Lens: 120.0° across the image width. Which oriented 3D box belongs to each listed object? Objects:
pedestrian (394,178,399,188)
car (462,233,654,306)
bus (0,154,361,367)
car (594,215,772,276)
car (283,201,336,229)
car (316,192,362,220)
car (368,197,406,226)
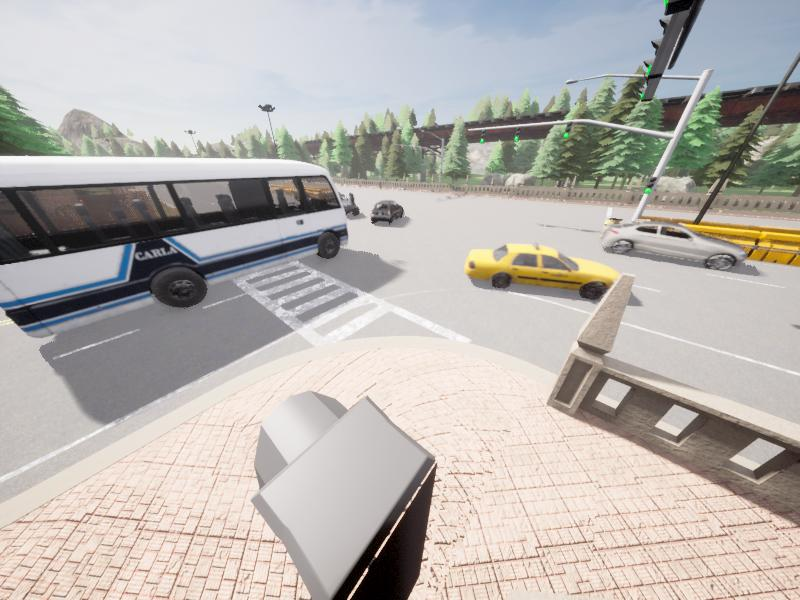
[{"bbox_3d":[-0.695,-24.120,47.570,0.751,1.860,0.751,24,38,35],"label":"pedestrian"},{"bbox_3d":[5.266,-1.315,8.704,5.366,1.575,1.801,9,32,15],"label":"car"},{"bbox_3d":[-6.813,-2.941,8.857,3.944,4.253,10.273,21,37,32],"label":"bus"},{"bbox_3d":[13.210,-2.944,11.484,5.027,1.651,2.152,23,37,34],"label":"car"},{"bbox_3d":[-7.395,-6.983,18.733,4.181,1.385,1.994,23,37,35],"label":"car"},{"bbox_3d":[-5.629,-8.751,21.272,3.866,1.878,1.905,23,37,34],"label":"car"},{"bbox_3d":[-0.976,-7.521,19.427,1.851,1.617,3.988,9,31,15],"label":"car"}]
